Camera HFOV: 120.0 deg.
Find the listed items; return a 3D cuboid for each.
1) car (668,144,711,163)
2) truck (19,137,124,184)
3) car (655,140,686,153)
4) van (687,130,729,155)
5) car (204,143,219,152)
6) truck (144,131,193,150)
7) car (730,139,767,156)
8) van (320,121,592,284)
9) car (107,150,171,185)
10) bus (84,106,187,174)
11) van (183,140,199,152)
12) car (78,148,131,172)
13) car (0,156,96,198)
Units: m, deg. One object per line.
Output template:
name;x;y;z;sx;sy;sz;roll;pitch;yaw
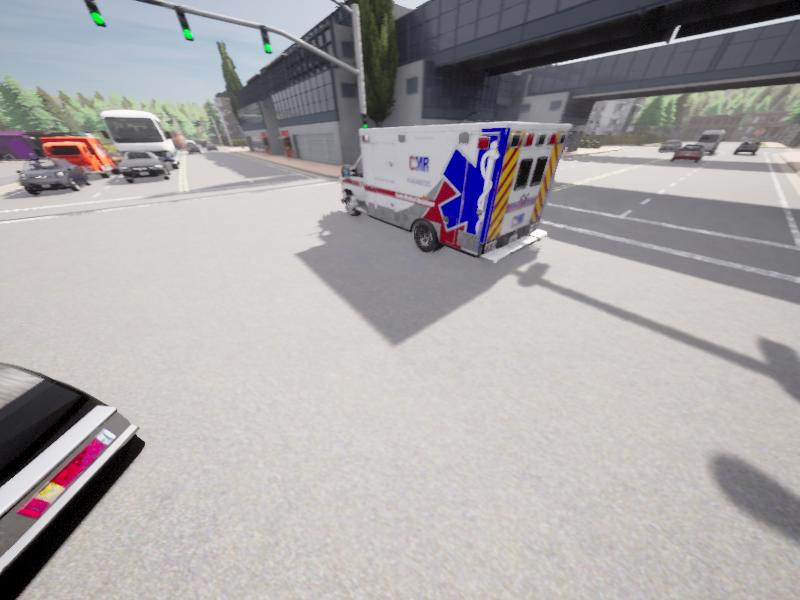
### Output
car;28.576;-14.491;22.764;4.181;1.385;1.994;-27;43;-32
truck;-22.951;-10.212;16.617;2.627;2.467;5.204;-24;42;-30
car;39.359;-22.344;33.575;4.892;1.490;1.837;-25;42;-31
van;40.561;-20.728;30.369;5.915;2.561;1.988;-25;42;-30
car;-42.669;-34.497;52.181;2.033;1.411;5.357;-24;42;-29
truck;-58.533;-40.269;58.503;8.468;3.827;2.891;4;36;6
car;43.304;-19.004;28.693;3.988;1.617;1.851;-24;41;-29
van;0.527;-3.133;6.261;2.351;2.431;6.366;-26;42;-31
car;-17.824;-9.379;16.090;2.152;1.651;5.027;-25;42;-31
bus;-23.744;-14.960;21.799;3.944;4.253;10.273;-24;42;-29
van;-48.220;-35.569;53.247;2.069;2.038;4.480;-24;42;-29
car;-27.479;-13.227;21.724;1.801;1.575;5.366;-24;42;-29
car;-18.762;-6.768;12.494;1.845;1.501;3.633;-25;42;-30
